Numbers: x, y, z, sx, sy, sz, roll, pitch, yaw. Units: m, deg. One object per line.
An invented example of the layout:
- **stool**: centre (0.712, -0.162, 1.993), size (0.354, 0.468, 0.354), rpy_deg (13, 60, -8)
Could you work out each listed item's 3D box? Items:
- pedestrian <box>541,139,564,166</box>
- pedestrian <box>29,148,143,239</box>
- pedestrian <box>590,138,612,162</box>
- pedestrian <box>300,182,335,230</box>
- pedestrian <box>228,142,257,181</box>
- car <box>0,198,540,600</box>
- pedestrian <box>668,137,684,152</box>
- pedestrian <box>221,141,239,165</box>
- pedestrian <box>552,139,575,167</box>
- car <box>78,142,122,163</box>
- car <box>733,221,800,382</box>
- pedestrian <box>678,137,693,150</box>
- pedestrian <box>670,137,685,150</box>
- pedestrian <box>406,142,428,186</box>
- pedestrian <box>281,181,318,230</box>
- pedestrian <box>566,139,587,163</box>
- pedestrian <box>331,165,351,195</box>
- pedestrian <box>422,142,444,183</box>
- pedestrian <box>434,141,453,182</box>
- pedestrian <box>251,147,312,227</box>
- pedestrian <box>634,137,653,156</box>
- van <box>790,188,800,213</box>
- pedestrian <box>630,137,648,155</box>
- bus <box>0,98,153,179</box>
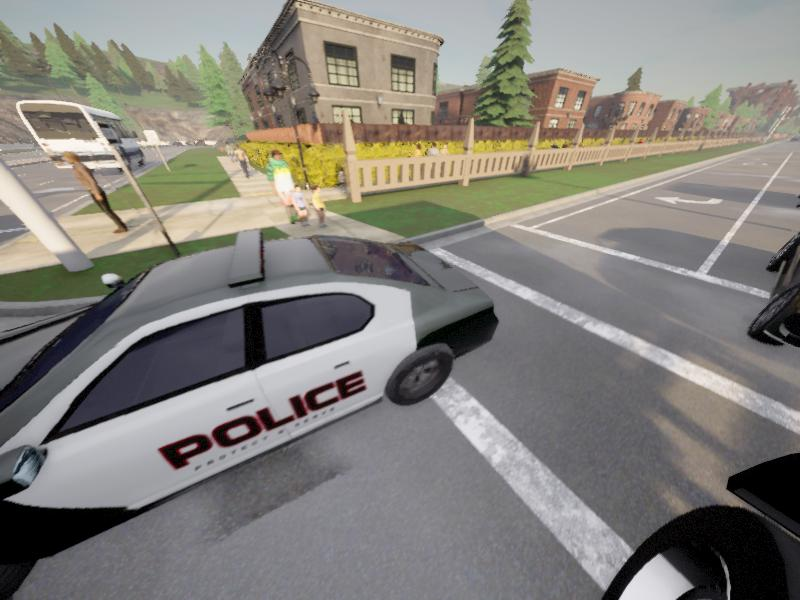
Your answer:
- **pedestrian**: centre (12.631, -12.218, 19.166), size (0.751, 1.860, 0.751), rpy_deg (-20, 40, -26)
- **pedestrian**: centre (-7.497, -2.605, 5.690), size (0.751, 1.860, 0.751), rpy_deg (-22, 41, -28)
- **pedestrian**: centre (19.143, -14.289, 22.038), size (0.751, 1.860, 0.751), rpy_deg (-22, 40, -27)
- **pedestrian**: centre (-2.191, -2.537, 6.256), size (0.500, 1.100, 0.500), rpy_deg (9, 36, 13)
- **pedestrian**: centre (-9.158, -8.049, 13.466), size (0.751, 1.860, 0.751), rpy_deg (-21, 40, -27)
- **car**: centre (-1.573, 0.340, 2.108), size (4.974, 1.542, 2.038), rpy_deg (-16, 38, -21)
- **pedestrian**: centre (42.207, -23.797, 35.285), size (0.751, 1.860, 0.751), rpy_deg (-23, 41, -29)
- **pedestrian**: centre (-16.062, -13.927, 21.855), size (0.751, 1.860, 0.751), rpy_deg (-19, 39, -25)
- **pedestrian**: centre (13.164, -11.863, 18.658), size (0.751, 1.860, 0.751), rpy_deg (-21, 40, -27)
- **car**: centre (-36.088, -17.905, 27.954), size (1.905, 1.878, 3.866), rpy_deg (-22, 40, -27)
- **car**: centre (6.864, -0.319, 2.883), size (5.027, 1.651, 2.152), rpy_deg (-22, 41, -28)
- **pedestrian**: centre (46.877, -25.734, 37.984), size (0.751, 1.860, 0.751), rpy_deg (-26, 42, -31)
- **pedestrian**: centre (45.869, -25.899, 38.228), size (0.751, 1.860, 0.751), rpy_deg (-23, 41, -29)
- **pedestrian**: centre (0.840, -7.012, 11.905), size (0.751, 1.860, 0.751), rpy_deg (-23, 41, -29)
- **pedestrian**: centre (-2.724, -2.579, 6.319), size (0.500, 1.100, 0.500), rpy_deg (25, 42, 31)
- **pedestrian**: centre (16.565, -14.024, 21.686), size (0.751, 1.860, 0.751), rpy_deg (-22, 40, -27)
- **pedestrian**: centre (-2.544, -5.217, 10.054), size (0.500, 1.100, 0.500), rpy_deg (-27, 43, -32)
- **pedestrian**: centre (1.779, -7.559, 12.670), size (0.751, 1.860, 0.751), rpy_deg (24, 42, 31)
- **pedestrian**: centre (2.378, -7.640, 12.779), size (0.751, 1.860, 0.751), rpy_deg (10, 37, 14)
- **pedestrian**: centre (-3.206, -3.110, 6.417), size (0.751, 1.860, 0.751), rpy_deg (21, 40, 27)
- **pedestrian**: centre (29.240, -18.380, 27.736), size (0.751, 1.860, 0.751), rpy_deg (-22, 41, -28)
- **van**: centre (16.201, -4.279, 8.090), size (4.442, 1.987, 1.775), rpy_deg (-22, 41, -28)
- **pedestrian**: centre (30.854, -19.843, 29.793), size (0.751, 1.860, 0.751), rpy_deg (-22, 41, -28)
- **bus**: centre (-25.125, -13.113, 19.020), size (3.944, 4.253, 10.273), rpy_deg (-21, 40, -27)
